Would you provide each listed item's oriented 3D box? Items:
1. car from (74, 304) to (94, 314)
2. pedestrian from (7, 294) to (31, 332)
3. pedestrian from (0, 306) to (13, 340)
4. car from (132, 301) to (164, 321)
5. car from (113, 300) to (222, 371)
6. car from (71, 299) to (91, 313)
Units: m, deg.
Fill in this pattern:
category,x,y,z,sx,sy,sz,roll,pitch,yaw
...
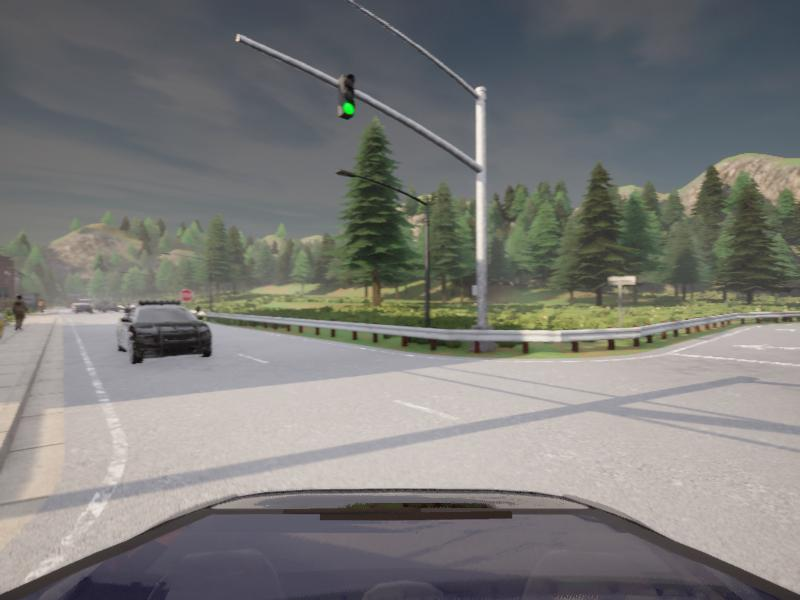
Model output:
category,x,y,z,sx,sy,sz,roll,pitch,yaw
car,-42.547,1.191,53.793,1.895,1.301,4.718,-1,0,-40
pedestrian,-19.049,0.613,20.020,0.751,1.860,0.751,0,0,-35
pedestrian,-15.521,0.874,15.455,0.751,1.300,0.751,-1,0,-41
car,-22.290,0.915,35.270,1.851,1.617,3.988,-1,0,-40
car,-7.106,0.823,11.898,1.930,1.638,5.238,-1,1,-40
car,-48.872,0.853,61.266,2.150,2.045,5.566,-1,0,-40
